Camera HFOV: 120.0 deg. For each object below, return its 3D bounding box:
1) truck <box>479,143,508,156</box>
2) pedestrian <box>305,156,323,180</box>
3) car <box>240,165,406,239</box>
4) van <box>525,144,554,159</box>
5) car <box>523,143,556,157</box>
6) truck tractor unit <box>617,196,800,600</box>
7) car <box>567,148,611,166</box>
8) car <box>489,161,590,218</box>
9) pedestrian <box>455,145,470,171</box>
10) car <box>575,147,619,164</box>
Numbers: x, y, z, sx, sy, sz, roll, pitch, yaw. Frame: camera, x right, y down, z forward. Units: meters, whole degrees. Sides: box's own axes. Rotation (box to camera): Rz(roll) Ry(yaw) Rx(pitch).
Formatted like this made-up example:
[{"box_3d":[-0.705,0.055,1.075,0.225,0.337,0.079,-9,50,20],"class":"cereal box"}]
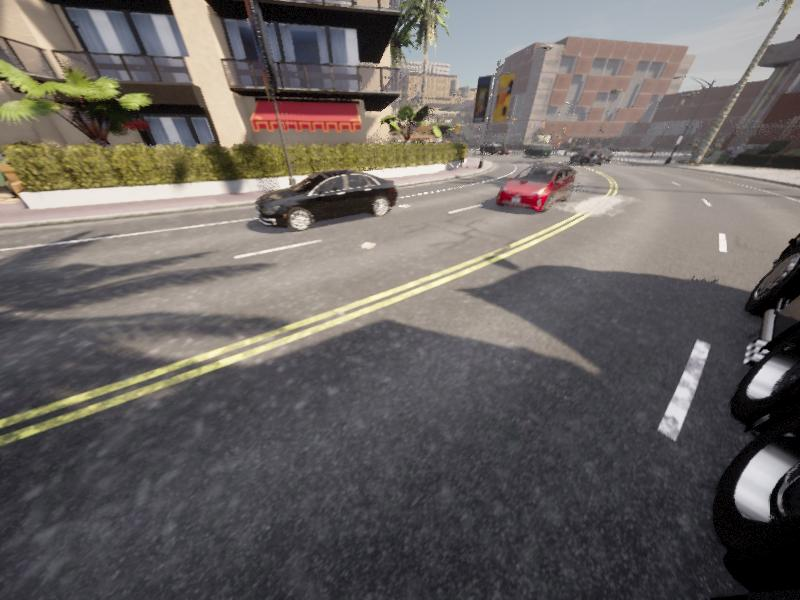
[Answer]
[{"box_3d":[18.412,-30.090,46.080,2.390,2.098,6.274,-6,35,-9],"class":"truck"},{"box_3d":[-5.753,-8.857,15.502,0.751,1.300,0.751,-20,39,-26],"class":"pedestrian"},{"box_3d":[-2.322,-3.613,8.001,4.892,1.490,1.837,-22,41,-29],"class":"car"},{"box_3d":[23.140,-24.833,38.554,1.775,1.987,4.442,-3,35,-4],"class":"van"},{"box_3d":[25.971,-28.163,43.354,2.150,2.045,5.566,-5,35,-7],"class":"car"},{"box_3d":[4.989,-0.403,0.948,6.516,4.208,3.053,-23,41,-29],"class":"truck tractor unit"},{"box_3d":[22.629,-17.375,27.977,2.242,1.667,4.611,8,35,10],"class":"car"},{"box_3d":[6.029,-4.917,9.906,4.514,1.525,2.007,-28,44,-35],"class":"car"},{"box_3d":[5.463,-12.457,20.268,0.751,1.860,0.751,24,41,30],"class":"pedestrian"},{"box_3d":[26.711,-19.835,31.617,2.152,1.651,5.027,4,35,5],"class":"car"}]
